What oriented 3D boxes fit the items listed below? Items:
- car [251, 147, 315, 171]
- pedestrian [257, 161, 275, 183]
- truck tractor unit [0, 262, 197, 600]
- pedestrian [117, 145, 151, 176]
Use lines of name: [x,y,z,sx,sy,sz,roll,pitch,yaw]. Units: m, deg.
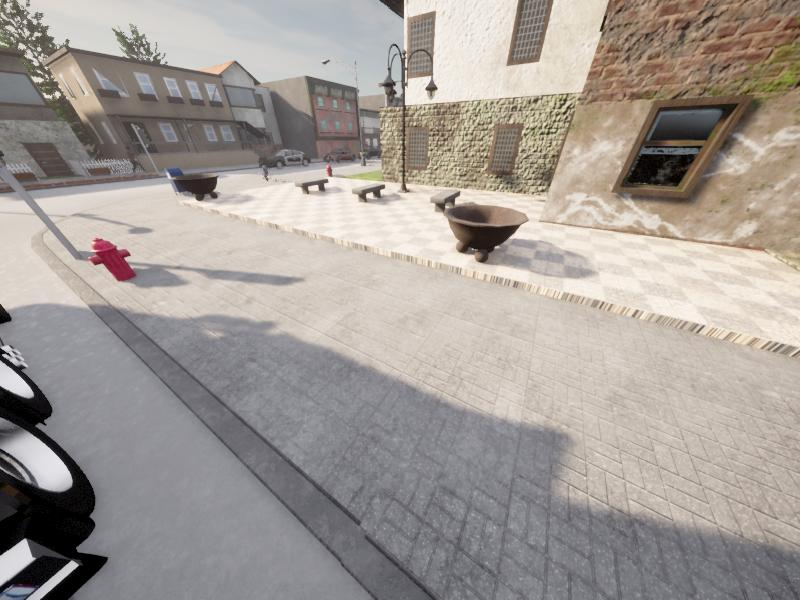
car: [-11.194,-13.893,22.586,1.930,1.638,5.238,18,39,24]
pedestrian: [-8.091,-7.757,13.988,0.500,1.100,0.500,29,44,35]
truck tractor unit: [-5.108,-0.303,0.784,6.516,4.208,3.053,18,39,24]
pedestrian: [-19.480,-10.213,16.948,0.751,1.860,0.751,19,39,25]
